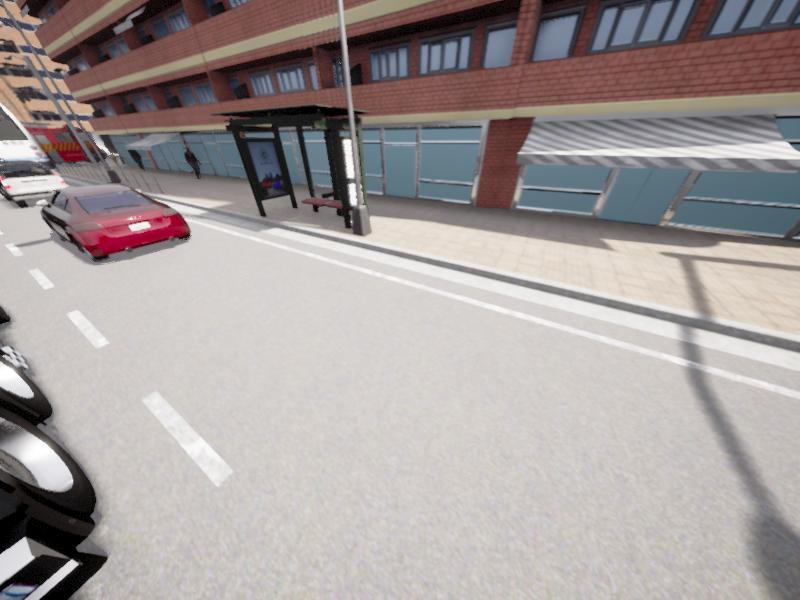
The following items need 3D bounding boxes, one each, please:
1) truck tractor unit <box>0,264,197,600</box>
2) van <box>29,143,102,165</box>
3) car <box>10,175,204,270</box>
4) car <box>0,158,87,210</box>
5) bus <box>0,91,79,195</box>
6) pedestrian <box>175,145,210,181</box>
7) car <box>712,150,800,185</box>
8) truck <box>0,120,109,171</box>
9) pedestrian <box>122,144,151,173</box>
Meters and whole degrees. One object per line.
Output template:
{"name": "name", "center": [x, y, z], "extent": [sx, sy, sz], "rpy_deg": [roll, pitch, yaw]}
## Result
{"name": "truck tractor unit", "center": [-5.117, -0.291, 0.790], "extent": [6.516, 4.208, 3.053], "rpy_deg": [18, 39, 24]}
{"name": "van", "center": [-40.224, -17.738, 27.988], "extent": [1.775, 1.987, 4.442], "rpy_deg": [18, 39, 25]}
{"name": "car", "center": [-7.728, -2.304, 6.157], "extent": [4.181, 1.385, 1.994], "rpy_deg": [19, 39, 25]}
{"name": "car", "center": [-16.614, -5.312, 10.328], "extent": [3.988, 1.617, 1.851], "rpy_deg": [18, 39, 24]}
{"name": "bus", "center": [-24.556, -8.912, 13.236], "extent": [10.273, 4.253, 3.944], "rpy_deg": [18, 39, 24]}
{"name": "pedestrian", "center": [-12.857, -8.513, 14.359], "extent": [0.751, 1.860, 0.751], "rpy_deg": [19, 39, 25]}
{"name": "car", "center": [23.329, -8.213, 14.157], "extent": [2.007, 1.525, 4.514], "rpy_deg": [-3, 35, -4]}
{"name": "truck", "center": [-37.246, -16.241, 24.212], "extent": [2.891, 3.827, 8.468], "rpy_deg": [-5, 35, -6]}
{"name": "pedestrian", "center": [-20.399, -10.952, 17.912], "extent": [0.751, 1.860, 0.751], "rpy_deg": [28, 44, 34]}
